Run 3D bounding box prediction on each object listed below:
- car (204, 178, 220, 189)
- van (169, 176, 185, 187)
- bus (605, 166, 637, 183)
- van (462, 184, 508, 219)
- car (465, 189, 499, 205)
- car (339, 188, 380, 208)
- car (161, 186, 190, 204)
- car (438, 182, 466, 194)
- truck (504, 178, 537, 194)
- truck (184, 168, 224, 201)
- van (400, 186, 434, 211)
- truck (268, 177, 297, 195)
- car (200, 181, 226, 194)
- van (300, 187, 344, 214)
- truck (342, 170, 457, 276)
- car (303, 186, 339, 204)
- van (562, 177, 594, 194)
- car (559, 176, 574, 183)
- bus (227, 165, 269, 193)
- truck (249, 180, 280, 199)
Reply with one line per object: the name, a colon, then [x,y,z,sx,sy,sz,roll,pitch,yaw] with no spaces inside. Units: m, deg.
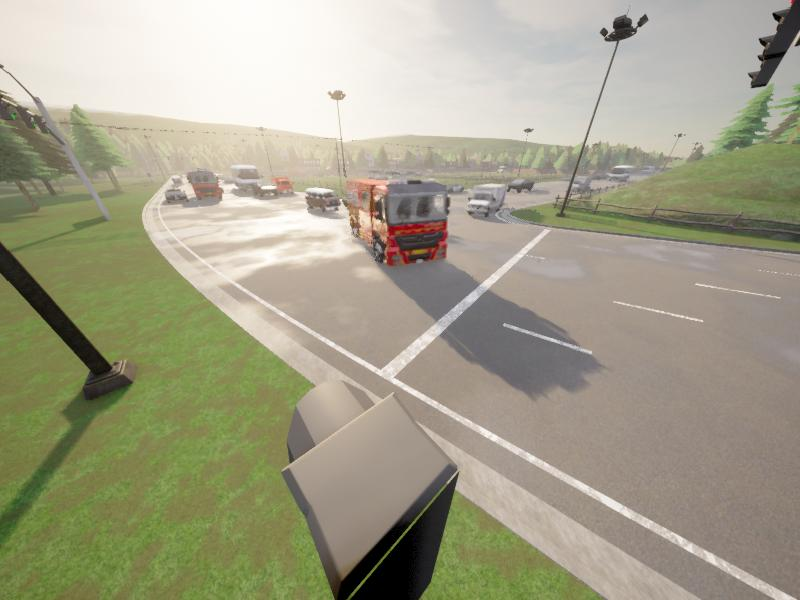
car: [-40.868,-25.382,50.099,1.905,1.878,3.866,-22,37,-33]
van: [-53.115,-28.392,55.148,2.069,2.038,4.480,-22,37,-33]
bus: [66.377,-37.850,69.304,10.273,4.253,3.944,-23,37,-34]
van: [8.406,-9.794,22.541,2.351,2.431,6.366,17,34,28]
car: [10.549,-13.213,29.522,4.181,1.385,1.994,-23,37,-35]
car: [-4.743,-12.551,28.123,2.152,1.651,5.027,16,34,25]
car: [-29.716,-13.989,30.613,2.152,1.651,5.027,-23,37,-34]
car: [9.060,-19.532,40.306,4.974,1.542,2.038,-23,37,-34]
truck: [21.622,-20.483,41.384,6.274,2.098,2.390,-23,37,-34]
truck: [-28.387,-16.866,33.394,2.891,3.827,8.468,-22,37,-33]
van: [1.922,-11.363,25.695,1.775,1.987,4.442,17,34,28]
truck: [-19.950,-19.418,39.175,2.627,2.467,5.204,-22,37,-33]
car: [-33.022,-19.800,40.675,5.027,1.651,2.152,24,38,35]
van: [-8.097,-10.370,23.933,4.480,2.038,2.069,25,38,37]
truck: [-0.740,-4.890,12.652,2.891,3.827,8.468,-12,32,-19]
car: [-10.332,-13.723,30.103,2.242,1.667,4.611,-26,39,-37]
van: [31.145,-20.101,40.394,6.366,2.431,2.351,-24,38,-35]
car: [51.246,-37.165,71.039,5.027,1.651,2.152,-23,37,-34]
bus: [-28.613,-22.800,43.236,3.944,4.253,10.273,-22,37,-33]
truck: [-20.882,-17.073,35.475,2.390,2.098,6.274,-23,37,-34]
